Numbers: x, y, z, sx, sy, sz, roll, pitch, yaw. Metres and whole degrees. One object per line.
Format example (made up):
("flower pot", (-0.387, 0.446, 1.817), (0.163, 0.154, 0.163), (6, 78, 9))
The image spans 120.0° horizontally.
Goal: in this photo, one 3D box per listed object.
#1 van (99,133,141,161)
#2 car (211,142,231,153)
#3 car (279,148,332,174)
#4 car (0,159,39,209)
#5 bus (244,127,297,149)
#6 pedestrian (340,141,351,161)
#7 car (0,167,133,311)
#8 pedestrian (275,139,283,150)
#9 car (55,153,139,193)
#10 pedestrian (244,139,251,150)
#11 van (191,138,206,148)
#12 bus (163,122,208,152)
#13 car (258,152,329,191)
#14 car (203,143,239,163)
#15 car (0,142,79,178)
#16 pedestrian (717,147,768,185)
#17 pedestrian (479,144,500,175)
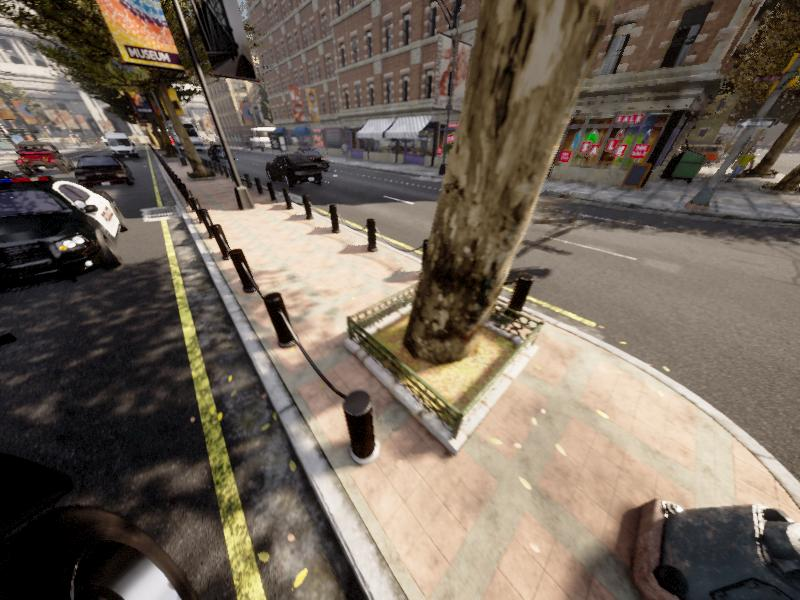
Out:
("van", (-32.650, -18.086, 27.191), (1.988, 2.561, 5.915), (-27, 43, -34))
("car", (-31.107, -26.531, 40.185), (1.845, 1.501, 3.633), (-27, 43, -33))
("car", (-7.884, -11.644, 19.187), (2.038, 1.542, 4.974), (-27, 43, -34))
("car", (-16.897, -4.538, 9.027), (1.994, 1.385, 4.181), (-27, 43, -34))
("bus", (-32.391, -40.999, 58.502), (10.273, 4.253, 3.944), (-28, 44, -34))
("pedestrian", (-6.008, -16.421, 25.457), (0.751, 1.860, 0.751), (-16, 38, -23))
("car", (-7.666, -1.676, 4.916), (2.038, 1.542, 4.974), (-27, 43, -34))
("pedestrian", (-24.023, -30.933, 45.991), (0.751, 1.860, 0.751), (-25, 42, -32))
("car", (-16.508, -7.286, 12.947), (2.033, 1.411, 5.357), (-27, 43, -34))
("pedestrian", (-33.576, -34.324, 50.981), (0.751, 1.860, 0.751), (-13, 37, -19))
("van", (-49.386, -38.389, 56.516), (1.775, 1.987, 4.442), (-27, 43, -34))
("bus", (-40.065, -30.267, 43.035), (3.944, 4.253, 10.273), (-27, 43, -34))
("car", (-6.285, -7.617, 13.473), (1.837, 1.490, 4.892), (-27, 43, -34))
("car", (-20.278, -16.652, 26.103), (2.033, 1.649, 4.856), (-27, 44, -34))
("car", (-24.895, -9.868, 16.095), (1.905, 1.878, 3.866), (-27, 43, -34))
("pedestrian", (19.839, -7.787, 13.450), (0.751, 1.860, 0.751), (25, 42, 30))
("pedestrian", (6.292, -9.916, 16.311), (0.751, 1.860, 0.751), (-26, 43, -32))
